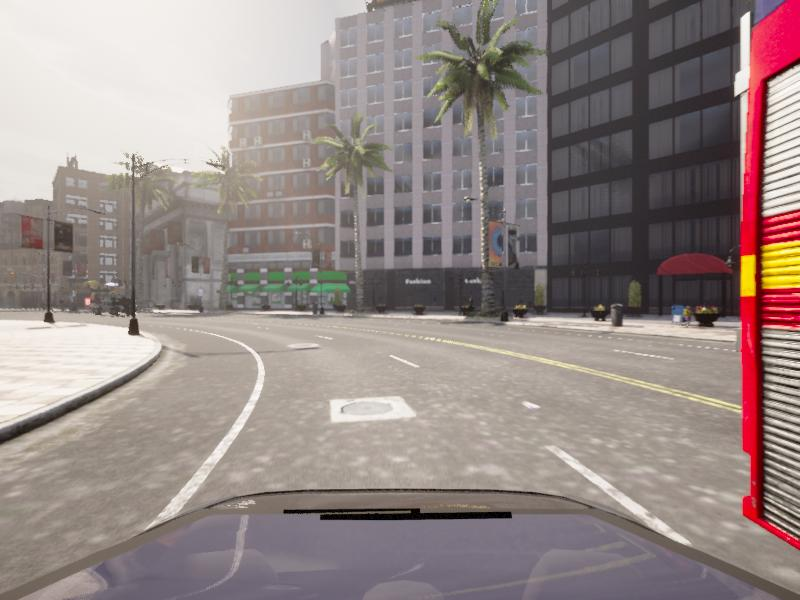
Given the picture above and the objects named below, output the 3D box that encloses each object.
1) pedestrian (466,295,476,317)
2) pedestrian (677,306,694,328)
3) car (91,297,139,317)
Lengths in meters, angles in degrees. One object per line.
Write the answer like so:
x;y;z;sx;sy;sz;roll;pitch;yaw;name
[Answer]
6.124;0.484;34.454;0.751;1.860;0.751;0;0;18;pedestrian
14.467;0.861;20.264;0.500;1.100;0.500;0;0;-24;pedestrian
-28.450;0.655;39.964;3.866;1.878;1.905;0;0;17;car
